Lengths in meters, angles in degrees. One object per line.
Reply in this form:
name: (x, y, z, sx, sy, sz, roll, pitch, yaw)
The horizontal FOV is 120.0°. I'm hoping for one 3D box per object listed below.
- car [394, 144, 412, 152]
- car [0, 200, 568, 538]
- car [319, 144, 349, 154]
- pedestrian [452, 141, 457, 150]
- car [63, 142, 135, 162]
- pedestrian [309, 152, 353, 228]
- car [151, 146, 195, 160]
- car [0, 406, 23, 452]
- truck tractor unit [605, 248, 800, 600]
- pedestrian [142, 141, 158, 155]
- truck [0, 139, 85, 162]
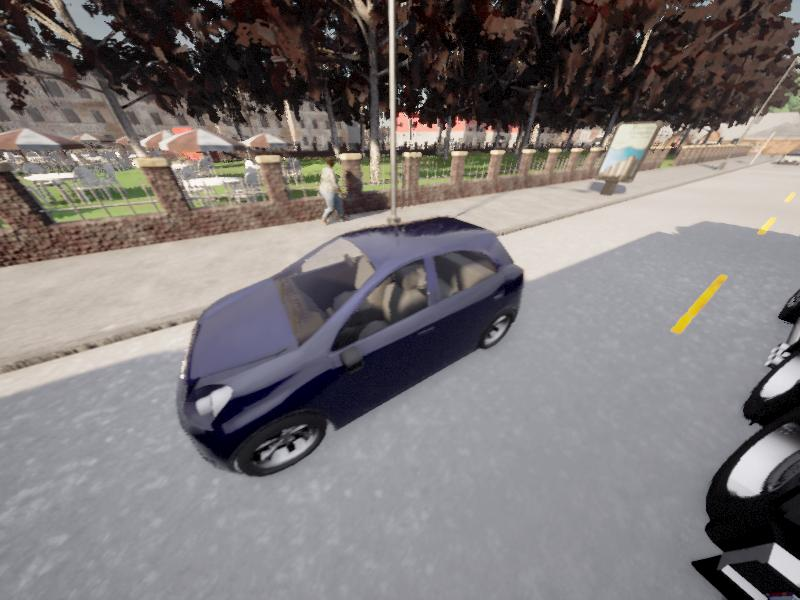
car: (0.620, -33.609, 51.079, 3.633, 1.501, 1.845, -20, 40, -26)
car: (-0.310, 0.036, 2.619, 3.633, 1.501, 1.845, -20, 40, -26)
car: (-12.607, -28.842, 44.121, 4.902, 1.511, 2.128, -20, 40, -26)
pedestrian: (14.519, -40.959, 61.266, 0.751, 1.860, 0.751, -16, 38, -22)
car: (-36.017, -17.931, 27.893, 4.605, 1.855, 1.932, -19, 39, -26)
pedestrian: (-1.977, -3.214, 6.772, 0.751, 1.860, 0.751, -20, 40, -27)
car: (-30.191, -19.748, 30.913, 3.806, 1.475, 1.970, -21, 40, -27)
car: (-5.186, 1.745, 0.194, 4.674, 1.442, 1.812, -21, 40, -27)
truck tractor unit: (5.082, -0.329, 0.823, 6.516, 4.208, 3.053, -19, 39, -25)
pedestrian: (-37.902, -23.073, 35.077, 0.751, 1.860, 0.751, -13, 37, -18)
truck: (-43.304, -17.857, 27.537, 6.274, 2.098, 2.390, -22, 40, -29)
